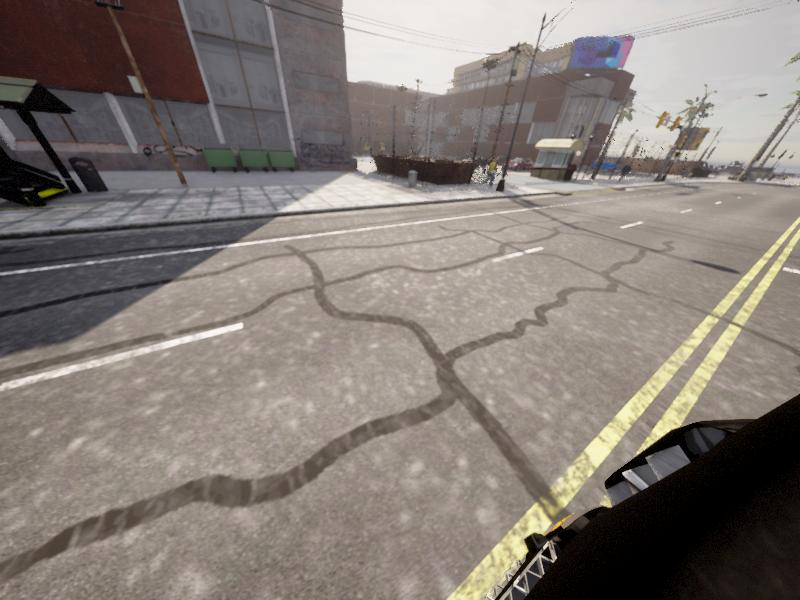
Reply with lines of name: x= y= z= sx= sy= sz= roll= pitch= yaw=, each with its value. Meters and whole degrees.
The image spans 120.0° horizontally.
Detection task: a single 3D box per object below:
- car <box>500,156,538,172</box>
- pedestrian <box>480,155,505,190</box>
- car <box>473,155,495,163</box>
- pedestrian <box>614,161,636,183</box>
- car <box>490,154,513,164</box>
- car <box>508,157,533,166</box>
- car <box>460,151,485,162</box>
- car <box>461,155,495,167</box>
car: x=16.630 y=-18.971 z=32.221 sx=4.553 sy=1.767 sz=2.185 roll=-17 pitch=38 yaw=-27
pedestrian: x=5.865 y=-8.111 z=14.721 sx=0.751 sy=1.860 sz=0.751 roll=-16 pitch=38 yaw=-27
car: x=19.934 y=-33.550 z=54.981 sx=4.786 sy=1.482 sz=2.161 roll=-17 pitch=38 yaw=-27
pedestrian: x=22.612 y=-12.849 z=23.239 sx=0.751 sy=1.860 sz=0.751 roll=-18 pitch=39 yaw=-28
car: x=22.538 y=-31.261 z=51.286 sx=4.553 sy=1.767 sz=2.185 roll=-17 pitch=38 yaw=-27
car: x=25.058 y=-28.686 z=47.896 sx=4.674 sy=1.452 sz=2.002 roll=-17 pitch=38 yaw=-27
car: x=17.979 y=-35.443 z=57.197 sx=5.566 sy=2.045 sz=2.435 roll=-17 pitch=38 yaw=-27
car: x=12.672 y=-22.593 z=37.606 sx=5.008 sy=1.535 sz=2.097 roll=-17 pitch=38 yaw=-27
